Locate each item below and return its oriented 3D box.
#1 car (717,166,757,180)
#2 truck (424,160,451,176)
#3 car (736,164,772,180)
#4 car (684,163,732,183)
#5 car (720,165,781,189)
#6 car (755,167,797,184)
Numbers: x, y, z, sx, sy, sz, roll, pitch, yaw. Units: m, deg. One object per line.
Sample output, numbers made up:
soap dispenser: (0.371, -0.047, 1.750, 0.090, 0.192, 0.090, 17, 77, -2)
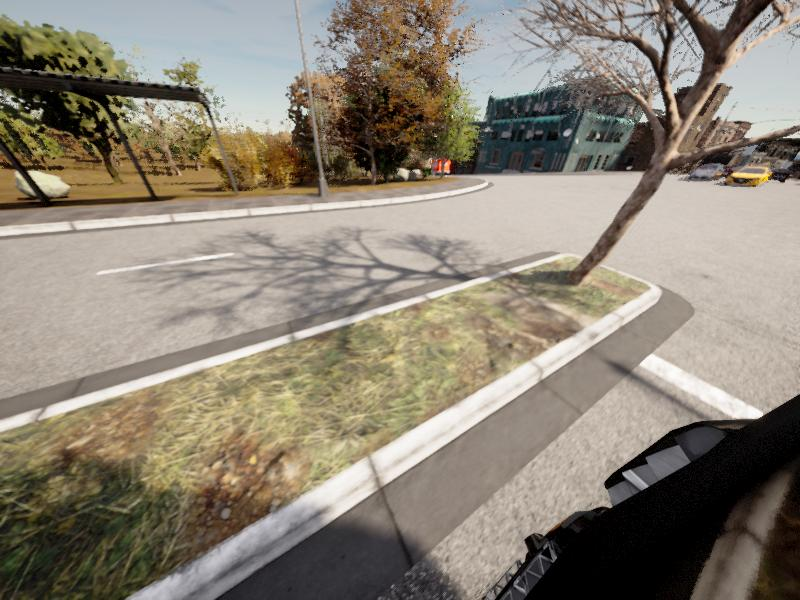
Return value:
car: (43.492, -16.353, 29.783, 4.181, 1.385, 1.994, -15, 38, -26)
truck: (6.808, -24.359, 42.691, 2.627, 2.467, 5.204, -11, 30, -18)
car: (52.762, -19.074, 34.420, 3.866, 1.878, 1.905, -15, 38, -27)
car: (31.515, -13.072, 23.651, 3.633, 1.501, 1.845, -17, 38, -25)
car: (31.512, -11.145, 20.769, 5.008, 1.535, 1.882, -17, 38, -25)
car: (44.897, -14.873, 27.578, 4.193, 1.474, 1.816, -15, 38, -27)
